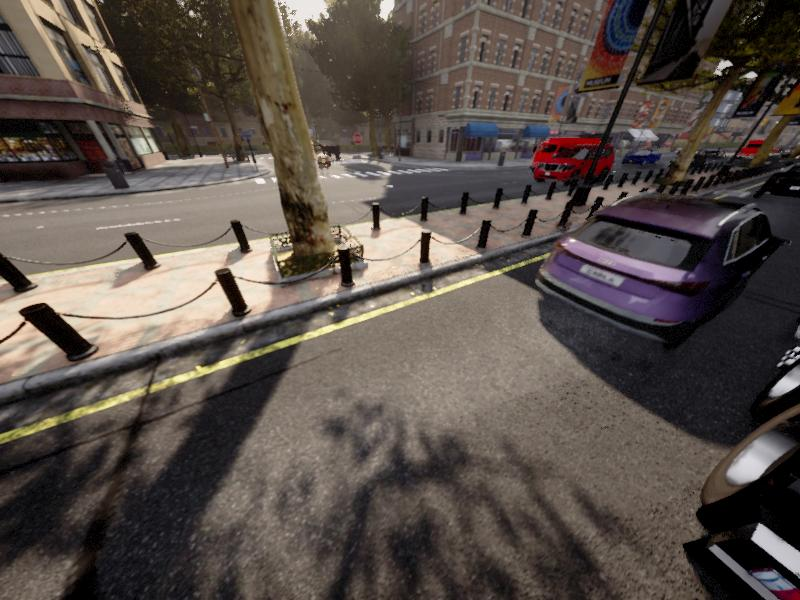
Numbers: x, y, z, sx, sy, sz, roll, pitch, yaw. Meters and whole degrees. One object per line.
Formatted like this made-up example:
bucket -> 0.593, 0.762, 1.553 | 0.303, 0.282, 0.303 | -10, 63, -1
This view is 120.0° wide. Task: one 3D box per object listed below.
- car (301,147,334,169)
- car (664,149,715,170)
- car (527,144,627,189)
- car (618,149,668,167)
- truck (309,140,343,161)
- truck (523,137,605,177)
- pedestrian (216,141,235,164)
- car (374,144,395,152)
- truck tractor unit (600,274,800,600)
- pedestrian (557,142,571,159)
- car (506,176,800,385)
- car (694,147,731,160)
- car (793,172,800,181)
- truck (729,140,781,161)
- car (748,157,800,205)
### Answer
car -> -8.151, -14.095, 22.782 | 1.851, 1.617, 3.988 | -19, 39, -25
car -> 28.880, -14.086, 23.084 | 3.988, 1.617, 1.851 | -18, 39, -24
car -> 11.044, -8.456, 14.453 | 5.566, 2.045, 2.150 | -18, 39, -24
car -> 26.677, -15.649, 25.372 | 5.008, 1.535, 1.882 | -18, 39, -24
truck -> -9.927, -19.899, 30.677 | 2.390, 2.098, 6.274 | -19, 39, -25
truck -> 13.146, -11.608, 18.647 | 5.204, 2.467, 2.627 | -17, 39, -24
pedestrian -> -17.075, -14.399, 22.613 | 0.751, 1.860, 0.751 | -25, 42, -32
car -> -3.373, -33.179, 50.455 | 4.181, 1.385, 1.994 | -18, 39, -24
truck tractor unit -> 5.125, -0.287, 0.753 | 6.516, 4.208, 3.053 | -18, 39, -23
pedestrian -> 22.941, -20.898, 32.292 | 0.751, 1.860, 0.751 | -23, 41, -29
car -> 4.489, -0.889, 3.892 | 4.856, 1.649, 2.033 | -18, 39, -24
car -> 48.057, -22.605, 35.560 | 4.974, 1.542, 2.038 | -18, 39, -24
car -> 30.278, -9.218, 16.213 | 3.806, 1.475, 1.970 | -18, 39, -24
truck -> 51.840, -21.907, 33.777 | 5.204, 2.467, 2.627 | -17, 39, -25
car -> 19.469, -5.771, 11.025 | 5.238, 1.638, 1.930 | -18, 39, -24
